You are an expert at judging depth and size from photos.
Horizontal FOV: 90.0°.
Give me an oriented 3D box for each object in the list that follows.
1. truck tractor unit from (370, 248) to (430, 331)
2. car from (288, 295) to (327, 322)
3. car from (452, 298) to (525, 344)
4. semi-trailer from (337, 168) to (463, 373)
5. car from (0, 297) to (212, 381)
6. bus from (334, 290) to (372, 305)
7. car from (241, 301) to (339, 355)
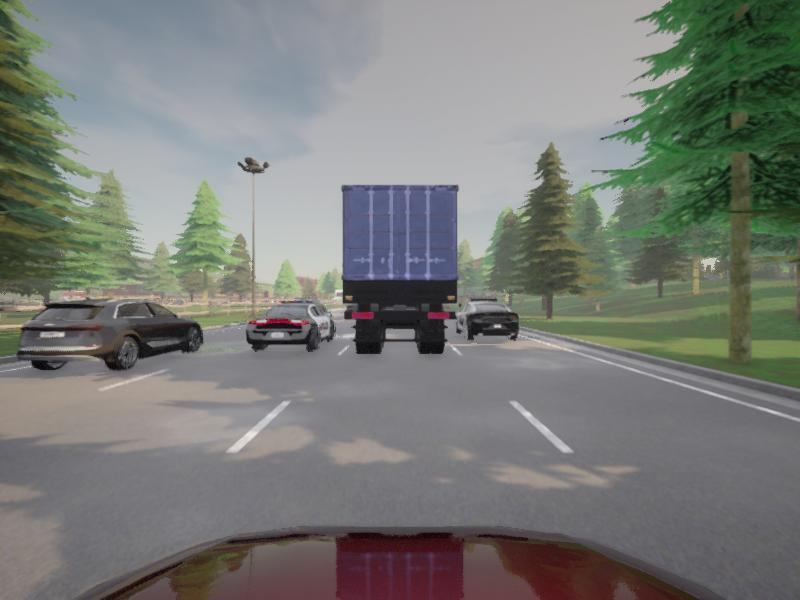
[{"bbox_3d":[0.010,-0.565,23.639,3.053,4.208,6.516,0,0,0],"label":"truck tractor unit"},{"bbox_3d":[-7.000,0.593,30.634,1.932,1.855,4.605,0,0,0],"label":"car"},{"bbox_3d":[3.500,0.738,16.929,1.930,1.638,5.238,0,0,0],"label":"car"},{"bbox_3d":[0.004,-0.649,15.723,2.717,4.402,14.254,0,0,0],"label":"semi-trailer"},{"bbox_3d":[-7.000,0.758,10.304,2.033,1.649,4.856,0,0,0],"label":"car"},{"bbox_3d":[-13.388,-0.760,114.493,10.273,4.253,3.944,0,0,0],"label":"bus"},{"bbox_3d":[-3.500,0.800,13.889,2.038,1.542,4.974,0,0,0],"label":"car"}]
